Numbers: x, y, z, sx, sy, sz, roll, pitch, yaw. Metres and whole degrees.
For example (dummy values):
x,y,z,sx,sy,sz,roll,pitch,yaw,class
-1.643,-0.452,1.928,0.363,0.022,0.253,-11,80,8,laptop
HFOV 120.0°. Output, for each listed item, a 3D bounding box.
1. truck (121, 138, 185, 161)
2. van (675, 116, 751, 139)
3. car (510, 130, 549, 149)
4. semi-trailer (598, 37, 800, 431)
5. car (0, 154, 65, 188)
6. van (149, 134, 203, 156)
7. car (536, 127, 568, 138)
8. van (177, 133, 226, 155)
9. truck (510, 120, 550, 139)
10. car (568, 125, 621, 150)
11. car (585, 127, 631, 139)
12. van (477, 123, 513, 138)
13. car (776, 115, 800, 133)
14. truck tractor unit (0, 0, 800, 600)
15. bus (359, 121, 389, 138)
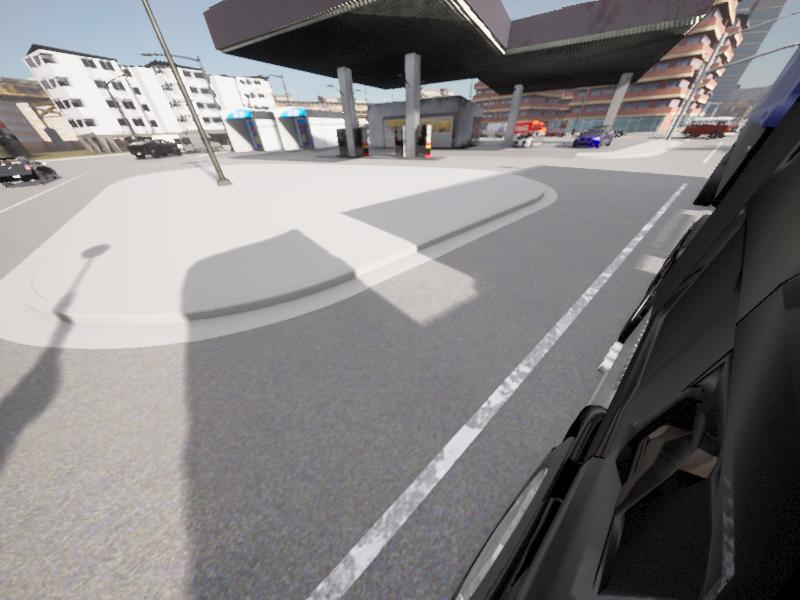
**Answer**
x,y,z,sx,sy,sz,roll,pitch,yaw,class
-33.131,-20.521,31.359,2.390,2.098,6.274,-5,37,-3,truck
36.569,-20.237,27.220,2.069,2.038,4.480,-7,37,-10,van
13.995,-17.391,24.992,3.806,1.475,1.970,-28,44,-30,car
8.670,-3.602,4.286,14.254,4.402,2.717,-28,44,-30,semi-trailer
-24.881,-8.637,15.343,1.845,1.501,3.633,-27,43,-29,car
-36.050,-25.209,37.476,1.988,2.561,5.915,4,37,9,van
27.629,-30.452,42.057,1.994,1.385,4.181,-29,44,-31,car
-32.297,-25.685,37.915,1.988,2.561,5.915,5,37,9,van
23.276,-30.540,41.510,2.627,2.467,5.204,-29,43,-31,truck
18.299,-15.328,21.702,4.611,1.667,2.242,-28,44,-30,car
31.041,-25.059,34.655,1.895,1.301,4.718,-29,44,-31,car
19.905,-35.868,48.903,2.351,2.431,6.366,-29,44,-31,van
53.657,-23.897,31.355,3.866,1.878,1.905,-28,43,-31,car
2.645,-0.295,0.351,6.516,4.208,3.053,-28,44,-30,truck tractor unit
-8.505,-54.884,74.543,3.944,4.253,10.273,-29,44,-31,bus
